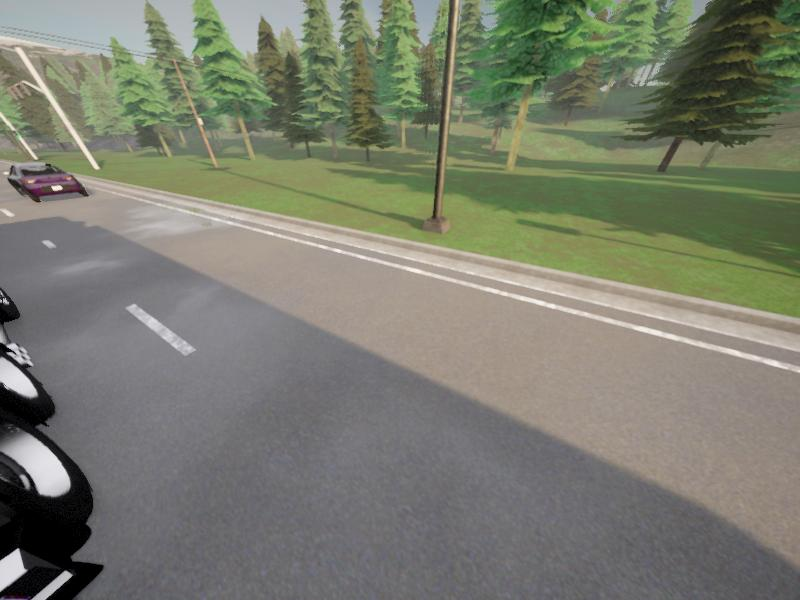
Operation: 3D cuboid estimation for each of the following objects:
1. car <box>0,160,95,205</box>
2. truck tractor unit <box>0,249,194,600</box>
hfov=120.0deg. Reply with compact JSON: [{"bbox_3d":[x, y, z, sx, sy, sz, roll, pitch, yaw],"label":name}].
[{"bbox_3d":[-17.410,-5.852,11.261,4.193,1.474,1.816,18,39,24],"label":"car"},{"bbox_3d":[-5.083,-0.329,0.811,6.516,4.208,3.053,20,39,25],"label":"truck tractor unit"}]
